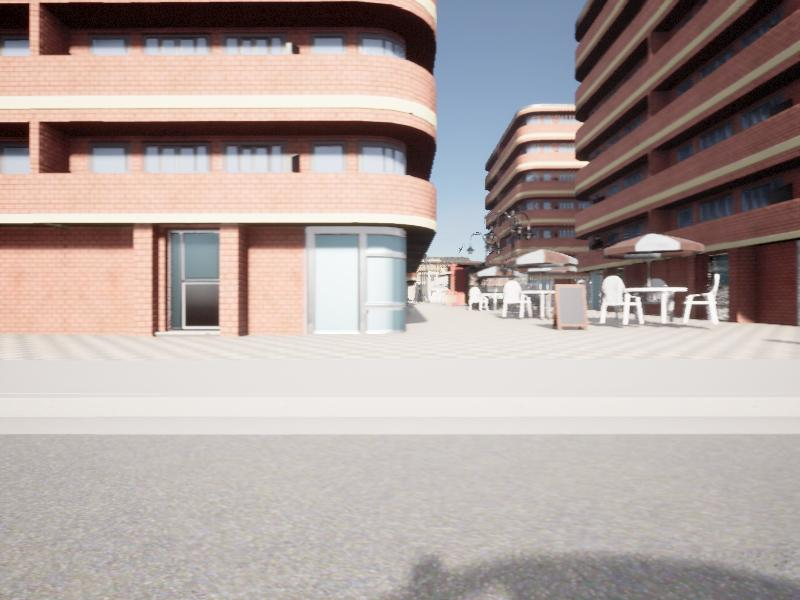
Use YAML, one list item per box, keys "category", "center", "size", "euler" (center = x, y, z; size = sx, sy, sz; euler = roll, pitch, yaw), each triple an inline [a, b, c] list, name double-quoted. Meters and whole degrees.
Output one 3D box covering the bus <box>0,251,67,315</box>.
- category: "bus"
  center: [-28.733, -1.127, 27.048]
  size: [3.944, 4.253, 10.273]
  euler: [0, 0, -1]
